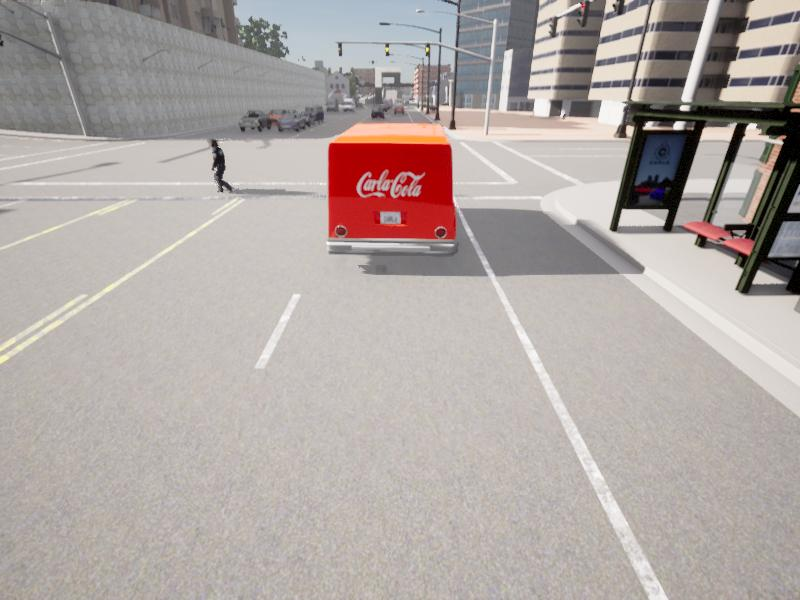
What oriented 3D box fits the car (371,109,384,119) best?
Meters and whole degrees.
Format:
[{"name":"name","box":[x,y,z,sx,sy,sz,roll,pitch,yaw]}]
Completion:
[{"name":"car","box":[-3.392,-28.573,61.347,1.895,1.301,4.718,-1,27,-3]}]

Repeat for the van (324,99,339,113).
[{"name":"van","box":[-14.150,-40.502,83.341,1.988,2.561,5.915,0,27,0]}]

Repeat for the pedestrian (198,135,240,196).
[{"name":"pedestrian","box":[-6.075,-4.546,13.519,0.751,1.860,0.751,1,27,1]}]

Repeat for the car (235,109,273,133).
[{"name":"car","box":[-14.068,-17.489,38.953,1.932,1.855,4.605,0,27,0]}]

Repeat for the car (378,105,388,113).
[{"name":"car","box":[-3.647,-40.505,84.657,1.970,1.475,3.806,0,27,0]}]

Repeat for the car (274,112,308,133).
[{"name":"car","box":[-10.567,-17.465,39.186,2.033,1.649,4.856,0,27,0]}]

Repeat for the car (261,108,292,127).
[{"name":"car","box":[-14.079,-20.953,45.843,2.097,1.767,4.553,0,27,0]}]

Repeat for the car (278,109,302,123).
[{"name":"car","box":[-14.088,-23.668,51.525,1.816,1.474,4.193,0,27,0]}]

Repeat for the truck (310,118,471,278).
[{"name":"truck","box":[-0.068,-2.743,9.385,2.627,2.467,5.204,1,28,2]}]

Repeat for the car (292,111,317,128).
[{"name":"car","box":[-10.578,-20.055,44.372,1.845,1.501,3.633,0,27,0]}]

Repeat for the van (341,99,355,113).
[{"name":"van","box":[-10.649,-40.207,82.763,1.988,2.561,5.915,0,27,0]}]

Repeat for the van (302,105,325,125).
[{"name":"van","box":[-10.584,-22.834,49.320,1.775,1.987,4.442,0,27,0]}]
